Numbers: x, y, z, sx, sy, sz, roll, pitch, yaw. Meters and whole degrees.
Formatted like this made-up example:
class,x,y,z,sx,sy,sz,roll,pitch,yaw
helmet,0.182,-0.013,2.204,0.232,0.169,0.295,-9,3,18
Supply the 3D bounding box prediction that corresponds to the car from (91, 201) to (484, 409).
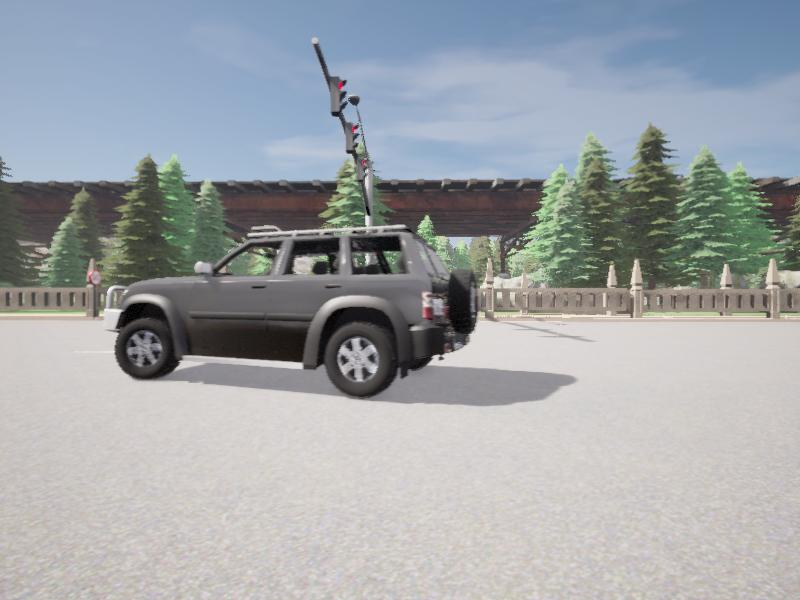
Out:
class,x,y,z,sx,sy,sz,roll,pitch,yaw
car,-1.364,0.052,5.219,4.605,1.855,1.932,0,-2,19
